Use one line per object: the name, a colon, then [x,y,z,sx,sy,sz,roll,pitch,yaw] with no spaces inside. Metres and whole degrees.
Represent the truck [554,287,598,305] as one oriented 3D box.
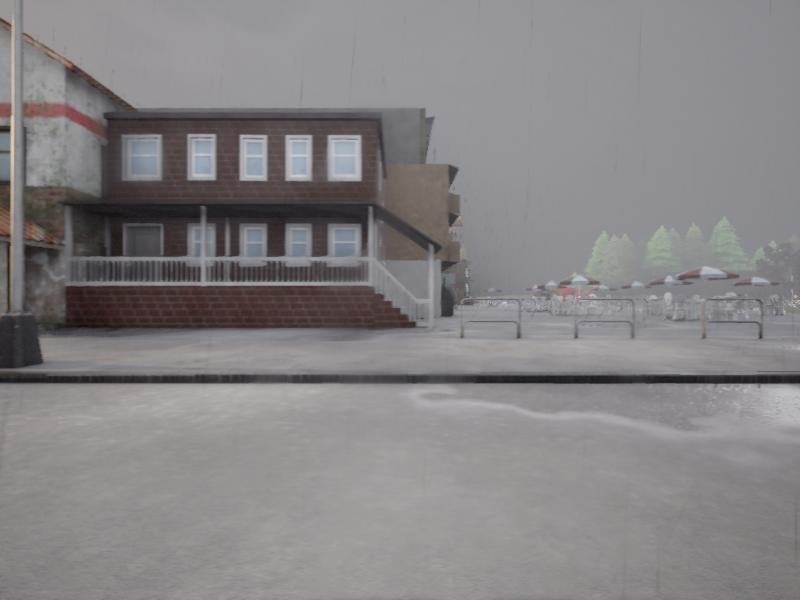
truck: [39.081,-0.889,89.129,8.468,3.827,2.891,0,0,0]
